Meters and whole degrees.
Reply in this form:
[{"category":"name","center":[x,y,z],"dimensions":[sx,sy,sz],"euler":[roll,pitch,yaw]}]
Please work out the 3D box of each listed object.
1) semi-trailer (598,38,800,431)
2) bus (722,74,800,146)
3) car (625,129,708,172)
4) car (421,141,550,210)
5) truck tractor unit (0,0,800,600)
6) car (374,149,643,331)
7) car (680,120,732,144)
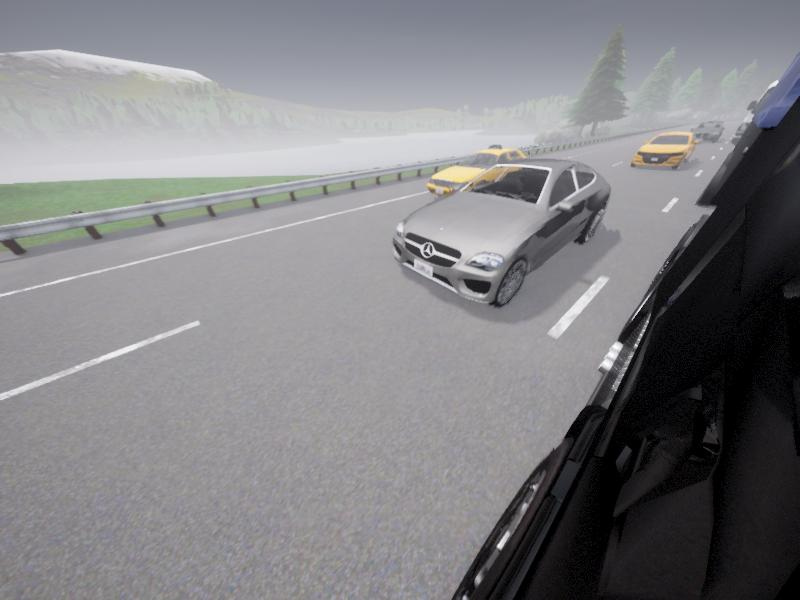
[{"category":"semi-trailer","center":[8.698,-3.588,4.253],"dimensions":[14.254,4.402,2.717],"euler":[-28,43,-30]},{"category":"bus","center":[32.800,-16.188,19.902],"dimensions":[10.273,4.253,3.944],"euler":[-28,43,-30]},{"category":"car","center":[14.548,-8.219,12.562],"dimensions":[5.008,1.535,1.882],"euler":[-28,43,-30]},{"category":"car","center":[3.376,-5.038,8.928],"dimensions":[5.366,1.575,1.801],"euler":[-28,43,-30]},{"category":"truck tractor unit","center":[2.645,-0.295,0.352],"dimensions":[6.516,4.208,3.053],"euler":[-28,44,-30]},{"category":"car","center":[2.253,-1.740,4.512],"dimensions":[5.027,1.651,2.152],"euler":[-28,43,-30]},{"category":"car","center":[29.705,-16.302,22.416],"dimensions":[4.611,1.667,2.242],"euler":[-28,43,-30]}]
